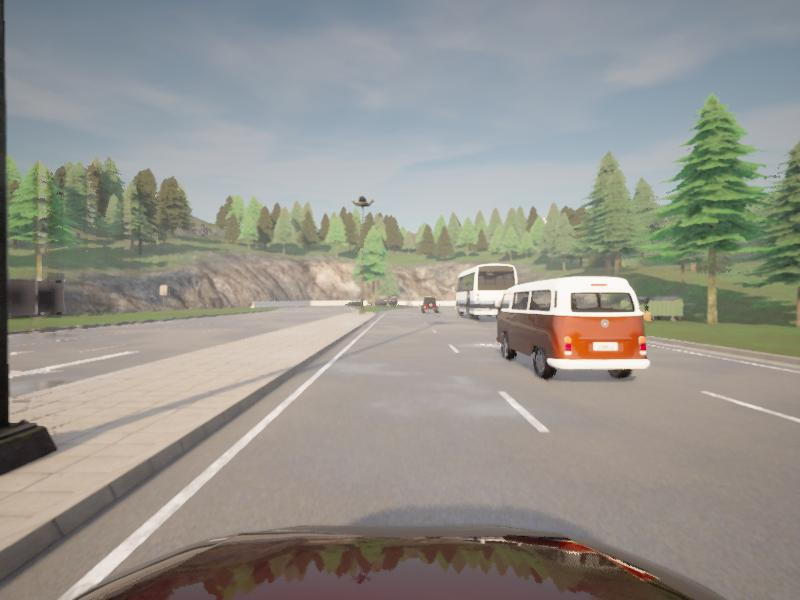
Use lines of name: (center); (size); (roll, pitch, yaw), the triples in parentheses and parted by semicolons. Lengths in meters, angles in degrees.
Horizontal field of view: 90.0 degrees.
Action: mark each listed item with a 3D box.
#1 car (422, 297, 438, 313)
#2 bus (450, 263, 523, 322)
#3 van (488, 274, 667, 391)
car: (3.619, 0.632, 48.871); (1.905, 1.878, 3.866); (0, 0, 2)
bus: (6.873, -0.543, 33.968); (3.944, 4.253, 10.273); (0, 0, 0)
van: (3.607, 0.569, 9.251); (2.069, 2.038, 4.480); (0, 0, -1)
